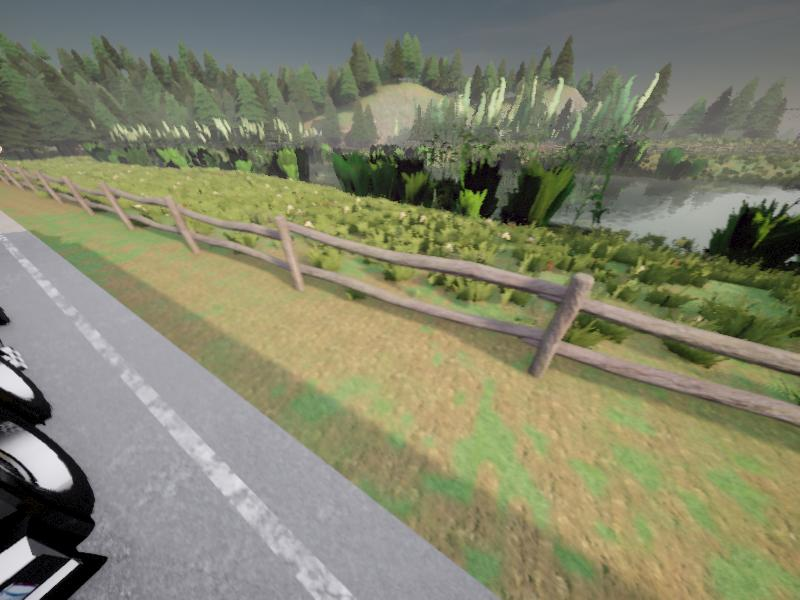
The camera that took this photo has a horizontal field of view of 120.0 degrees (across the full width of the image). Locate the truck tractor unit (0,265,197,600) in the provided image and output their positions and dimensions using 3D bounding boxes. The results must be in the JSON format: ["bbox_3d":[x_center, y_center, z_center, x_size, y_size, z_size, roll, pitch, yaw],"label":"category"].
[{"bbox_3d":[-5.118,-0.289,0.791,6.516,4.208,3.053,18,39,24],"label":"truck tractor unit"}]

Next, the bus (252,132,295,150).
[{"bbox_3d":[-36.232,-45.672,66.470,10.273,4.253,3.944,11,36,16],"label":"bus"}]
